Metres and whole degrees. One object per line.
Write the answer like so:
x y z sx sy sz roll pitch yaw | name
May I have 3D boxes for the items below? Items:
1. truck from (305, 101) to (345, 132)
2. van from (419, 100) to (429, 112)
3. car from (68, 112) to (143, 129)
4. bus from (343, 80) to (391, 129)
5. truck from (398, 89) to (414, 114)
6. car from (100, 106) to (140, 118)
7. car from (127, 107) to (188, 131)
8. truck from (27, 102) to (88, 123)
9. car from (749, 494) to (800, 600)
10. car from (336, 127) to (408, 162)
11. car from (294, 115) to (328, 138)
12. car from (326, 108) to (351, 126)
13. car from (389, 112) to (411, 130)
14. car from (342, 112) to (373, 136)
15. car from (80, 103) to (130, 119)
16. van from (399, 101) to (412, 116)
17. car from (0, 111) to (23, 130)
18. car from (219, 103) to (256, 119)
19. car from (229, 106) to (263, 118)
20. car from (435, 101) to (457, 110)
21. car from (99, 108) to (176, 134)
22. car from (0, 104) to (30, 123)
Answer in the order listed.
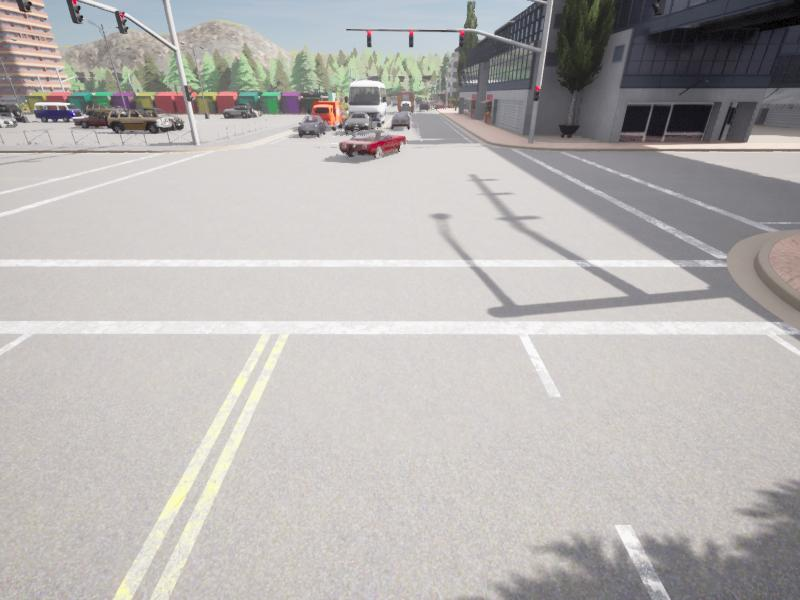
-6.971 -17.538 38.054 2.627 2.467 5.204 1 27 1 | truck
4.809 -38.664 79.707 1.775 1.987 4.442 1 27 1 | van
-27.794 -17.034 37.893 5.357 1.415 2.033 0 27 0 | car
-3.193 -21.032 42.907 3.944 4.253 10.273 1 27 1 | bus
1.145 -36.685 73.836 2.891 3.827 8.468 1 27 1 | truck
-38.809 -26.105 55.497 3.905 1.438 1.784 0 27 0 | car
-21.358 -15.994 35.360 3.866 1.878 1.905 0 27 0 | car
-38.837 -21.298 45.472 4.478 2.038 2.069 0 27 0 | truck
3.500 2.271 0.697 1.994 1.385 4.181 0 27 0 | car
-1.373 -8.649 22.034 1.895 1.301 4.718 12 29 21 | car
-7.087 -14.015 32.225 1.845 1.501 3.633 0 27 1 | car
-6.775 -20.545 44.880 1.801 1.575 5.366 1 27 1 | car
0.093 -17.992 40.114 2.033 1.411 5.357 1 27 1 | car
-3.562 -15.365 34.751 2.152 1.651 5.027 0 27 0 | car
-38.879 -24.969 52.825 4.605 1.855 1.932 0 27 0 | car
0.981 -31.598 65.899 2.069 2.038 4.480 1 27 1 | van
-38.820 -17.033 37.905 3.806 1.475 1.970 0 27 0 | car
-21.358 -24.961 52.816 3.866 1.878 1.905 0 27 0 | car
-21.342 -26.071 55.500 3.806 1.475 1.970 0 27 0 | car
10.397 -44.318 91.208 4.611 1.667 2.242 -1 27 -1 | car
-21.417 -14.674 32.785 4.605 1.855 1.932 0 27 0 | car
-45.217 -21.213 45.520 3.866 1.878 1.905 0 27 0 | car
